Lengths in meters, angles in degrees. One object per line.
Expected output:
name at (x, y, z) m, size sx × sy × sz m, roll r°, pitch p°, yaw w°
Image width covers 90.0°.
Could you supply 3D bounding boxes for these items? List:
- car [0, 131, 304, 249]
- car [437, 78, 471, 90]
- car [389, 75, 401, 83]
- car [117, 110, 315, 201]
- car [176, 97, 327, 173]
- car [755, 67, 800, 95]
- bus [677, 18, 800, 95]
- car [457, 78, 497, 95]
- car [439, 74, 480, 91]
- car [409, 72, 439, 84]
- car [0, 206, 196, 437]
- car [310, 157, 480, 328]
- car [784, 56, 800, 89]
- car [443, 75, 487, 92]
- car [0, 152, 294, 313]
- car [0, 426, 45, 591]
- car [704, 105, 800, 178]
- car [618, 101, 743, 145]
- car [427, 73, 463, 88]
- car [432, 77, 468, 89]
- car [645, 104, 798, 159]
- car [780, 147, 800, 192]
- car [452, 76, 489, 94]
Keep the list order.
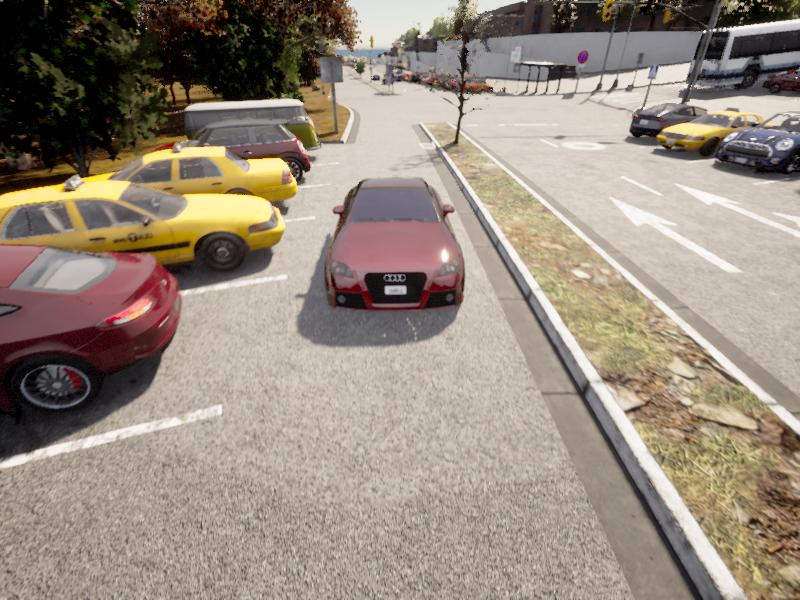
car at (-5.147, -2.657, 9.021) m, size 5.366 × 1.575 × 1.946 m, roll -12°, pitch 32°, yaw -18°
car at (8.306, -33.322, 61.685) m, size 4.674 × 1.452 × 2.002 m, roll -15°, pitch 33°, yaw -24°
car at (-1.101, -48.553, 87.721) m, size 2.163 × 1.488 × 4.792 m, roll -4°, pitch 30°, yaw -7°
car at (-5.043, -4.302, 11.580) m, size 4.553 × 1.767 × 2.185 m, roll -12°, pitch 32°, yaw -18°
car at (-5.085, -5.903, 14.112) m, size 4.442 × 1.987 × 1.878 m, roll -12°, pitch 32°, yaw -18°
car at (28.332, -15.256, 27.921) m, size 2.002 × 1.452 × 4.674 m, roll -20°, pitch 36°, yaw -20°
bus at (28.775, -19.424, 31.703) m, size 10.273 × 4.253 × 3.944 m, roll -9°, pitch 33°, yaw -4°
car at (9.875, -27.407, 51.306) m, size 4.553 × 1.767 × 2.185 m, roll -14°, pitch 33°, yaw -24°
car at (8.750, -32.070, 58.983) m, size 5.566 × 2.045 × 2.435 m, roll -15°, pitch 33°, yaw -24°
car at (4.956, -45.611, 82.061) m, size 5.566 × 2.045 × 2.435 m, roll -15°, pitch 33°, yaw -24°
car at (-4.827, 0.336, 3.992) m, size 4.674 × 1.452 × 2.002 m, roll -12°, pitch 32°, yaw -17°
car at (-0.108, -1.290, 6.829) m, size 1.994 × 1.385 × 4.181 m, roll -1°, pitch 30°, yaw -1°
car at (31.302, -15.939, 27.944) m, size 2.435 × 2.045 × 5.566 m, roll -20°, pitch 36°, yaw -20°
car at (9.110, -30.541, 56.384) m, size 5.566 × 2.045 × 2.435 m, roll -14°, pitch 34°, yaw -24°
car at (-4.724, -1.237, 6.585) m, size 5.366 × 1.575 × 1.946 m, roll -12°, pitch 32°, yaw -18°
car at (-4.779, 1.832, 1.437) m, size 4.674 × 1.452 × 2.002 m, roll -11°, pitch 32°, yaw -17°
car at (13.198, -5.466, 13.488) m, size 4.553 × 1.767 × 2.185 m, roll -11°, pitch 33°, yaw -20°
car at (13.085, -8.357, 18.735) m, size 4.792 × 1.488 × 2.163 m, roll -12°, pitch 32°, yaw -20°
car at (7.500, -36.597, 66.677) m, size 5.566 × 2.045 × 2.435 m, roll -15°, pitch 33°, yaw -24°
car at (8.058, -34.911, 64.304) m, size 5.366 × 1.575 × 1.946 m, roll -15°, pitch 33°, yaw -24°
car at (12.872, -6.848, 16.080) m, size 5.366 × 1.575 × 1.946 m, roll -11°, pitch 33°, yaw -20°
car at (13.169, -3.998, 10.784) m, size 4.442 × 1.987 × 1.878 m, roll -11°, pitch 33°, yaw -19°
car at (9.426, -28.987, 53.792) m, size 4.442 × 1.987 × 1.878 m, roll -14°, pitch 34°, yaw -24°
